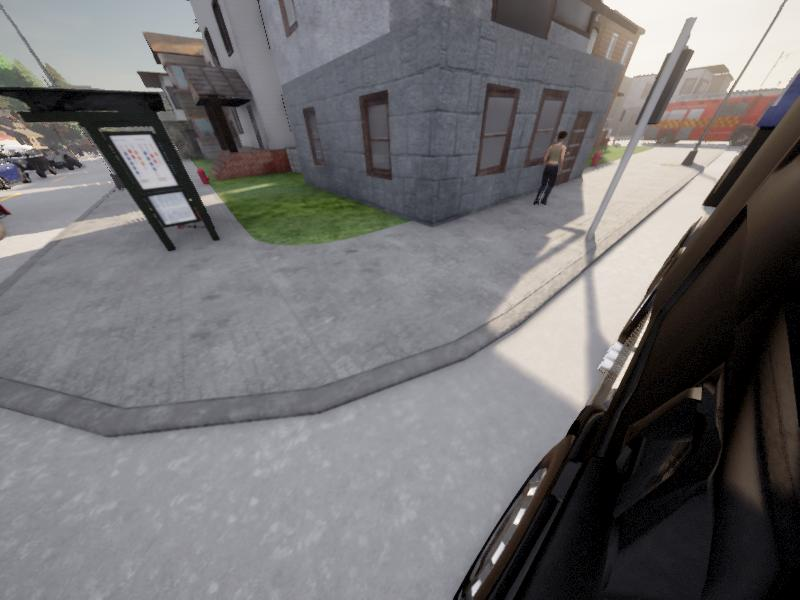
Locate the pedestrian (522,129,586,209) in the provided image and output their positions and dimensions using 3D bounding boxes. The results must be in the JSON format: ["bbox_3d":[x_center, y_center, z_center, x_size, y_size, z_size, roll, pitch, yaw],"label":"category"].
[{"bbox_3d":[4.314,-3.714,6.592,0.751,1.860,0.751,-26,43,-29],"label":"pedestrian"}]

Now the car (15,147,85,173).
[{"bbox_3d":[-32.677,-13.279,21.822,2.242,1.667,4.611,-27,43,-29],"label":"car"}]

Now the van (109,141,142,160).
[{"bbox_3d":[-37.102,-20.374,31.359,1.775,1.987,4.442,-27,43,-29],"label":"van"}]

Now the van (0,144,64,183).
[{"bbox_3d":[-28.359,-10.334,17.312,2.069,2.038,4.480,-27,43,-29],"label":"van"}]

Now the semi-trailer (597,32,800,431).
[{"bbox_3d":[8.773,-3.529,4.189,14.254,4.402,2.717,-27,43,-29],"label":"semi-trailer"}]

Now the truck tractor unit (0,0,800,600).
[{"bbox_3d":[2.645,-0.295,0.351,6.516,4.208,3.053,-28,44,-30],"label":"truck tractor unit"}]

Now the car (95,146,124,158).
[{"bbox_3d":[-50.779,-26.001,40.463,2.163,1.488,4.792,-27,43,-29],"label":"car"}]

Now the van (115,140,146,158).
[{"bbox_3d":[-40.848,-23.078,35.157,2.069,2.038,4.480,-27,43,-29],"label":"van"}]

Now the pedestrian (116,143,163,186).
[{"bbox_3d":[-13.471,-7.049,12.037,0.751,1.860,0.751,-24,42,-26],"label":"pedestrian"}]

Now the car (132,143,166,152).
[{"bbox_3d":[-58.998,-35.972,54.373,2.128,1.511,4.902,11,39,17],"label":"car"}]

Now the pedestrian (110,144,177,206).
[{"bbox_3d":[-9.186,-4.495,8.352,0.751,1.860,0.751,24,44,31],"label":"pedestrian"}]

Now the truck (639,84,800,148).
[{"bbox_3d":[28.574,-16.305,20.888,2.891,3.827,8.468,-19,40,-22],"label":"truck"}]

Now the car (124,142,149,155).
[{"bbox_3d":[-45.263,-26.089,39.786,1.930,1.638,5.238,-27,43,-29],"label":"car"}]

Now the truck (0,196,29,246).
[{"bbox_3d":[-10.393,-1.544,3.017,2.891,3.827,8.468,-29,44,-31],"label":"truck"}]

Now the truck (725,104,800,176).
[{"bbox_3d":[18.751,-7.753,10.987,5.204,2.467,2.627,-27,43,-28],"label":"truck"}]

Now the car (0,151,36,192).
[{"bbox_3d":[-24.359,-7.387,13.334,2.097,1.767,4.553,-27,43,-29],"label":"car"}]
